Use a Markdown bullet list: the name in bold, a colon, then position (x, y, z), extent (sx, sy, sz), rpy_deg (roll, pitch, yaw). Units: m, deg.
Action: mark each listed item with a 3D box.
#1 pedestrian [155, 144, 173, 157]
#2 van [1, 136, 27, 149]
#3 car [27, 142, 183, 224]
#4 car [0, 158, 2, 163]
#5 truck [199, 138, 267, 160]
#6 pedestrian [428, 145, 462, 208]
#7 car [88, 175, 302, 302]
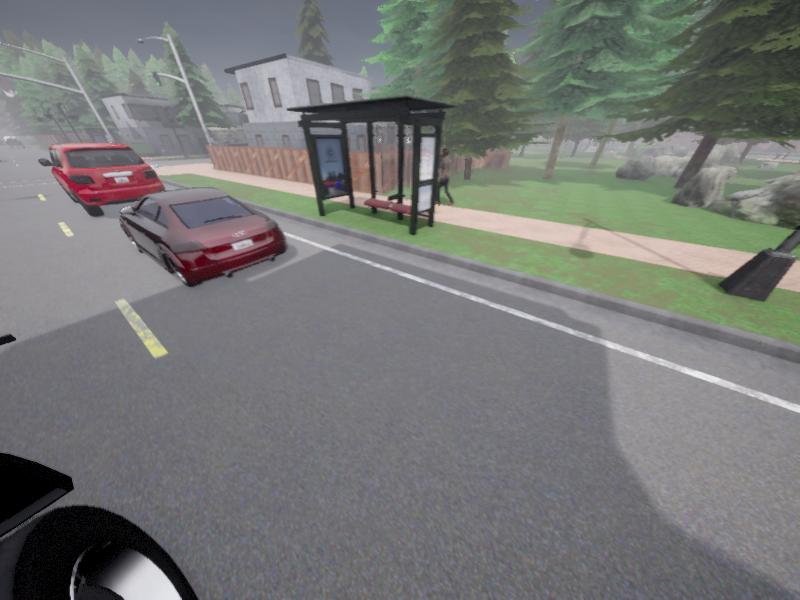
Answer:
- **pedestrian**: position (-28.538, -18.115, 27.934), extent (0.751, 1.300, 0.751), rpy_deg (-2, 35, -3)
- **van**: position (-81.596, -33.346, 48.845), extent (4.480, 2.038, 2.069), rpy_deg (22, 41, 28)
- **car**: position (-11.027, -4.638, 8.634), extent (5.566, 2.045, 2.150), rpy_deg (22, 41, 28)
- **car**: position (-42.496, -14.704, 23.266), extent (4.181, 1.385, 1.994), rpy_deg (22, 41, 28)
- **truck**: position (-20.410, -18.923, 28.757), extent (2.390, 2.098, 6.274), rpy_deg (16, 38, 21)
- **pedestrian**: position (1.562, -4.349, 8.175), extent (0.751, 1.860, 0.751), rpy_deg (22, 41, 28)
- **car**: position (-4.477, -1.697, 5.098), extent (4.181, 1.385, 1.994), rpy_deg (22, 41, 28)
